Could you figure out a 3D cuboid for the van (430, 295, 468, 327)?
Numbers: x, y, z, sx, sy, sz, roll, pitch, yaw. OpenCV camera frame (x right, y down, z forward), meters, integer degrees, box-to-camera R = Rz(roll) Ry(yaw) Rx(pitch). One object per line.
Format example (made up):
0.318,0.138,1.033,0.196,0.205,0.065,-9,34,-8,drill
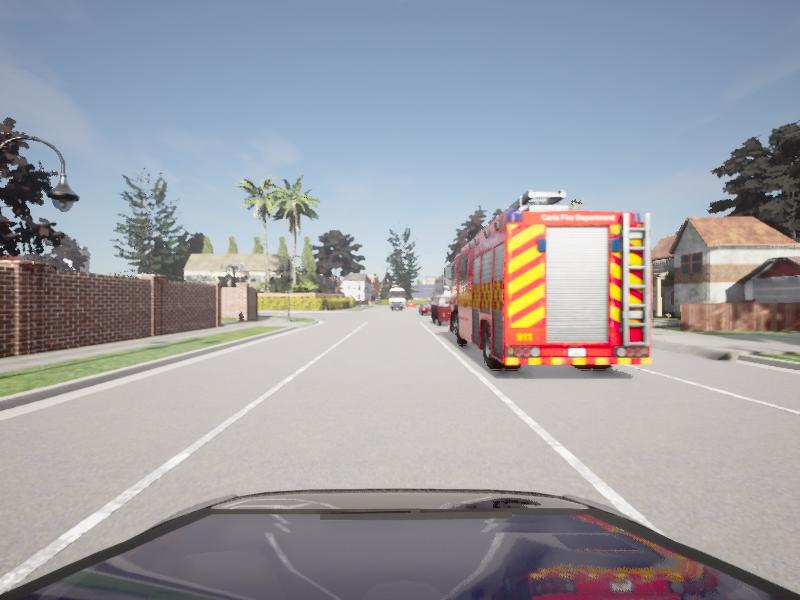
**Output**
3.152,0.670,26.651,1.775,1.987,4.442,0,0,-3,van

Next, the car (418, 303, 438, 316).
3.172,1.035,45.705,1.895,1.301,4.718,0,0,0,car

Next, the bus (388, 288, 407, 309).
-0.513,-0.311,87.026,3.944,4.253,10.273,0,0,0,bus

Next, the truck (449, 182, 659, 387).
3.388,-0.287,11.705,2.891,3.827,8.468,0,0,0,truck
